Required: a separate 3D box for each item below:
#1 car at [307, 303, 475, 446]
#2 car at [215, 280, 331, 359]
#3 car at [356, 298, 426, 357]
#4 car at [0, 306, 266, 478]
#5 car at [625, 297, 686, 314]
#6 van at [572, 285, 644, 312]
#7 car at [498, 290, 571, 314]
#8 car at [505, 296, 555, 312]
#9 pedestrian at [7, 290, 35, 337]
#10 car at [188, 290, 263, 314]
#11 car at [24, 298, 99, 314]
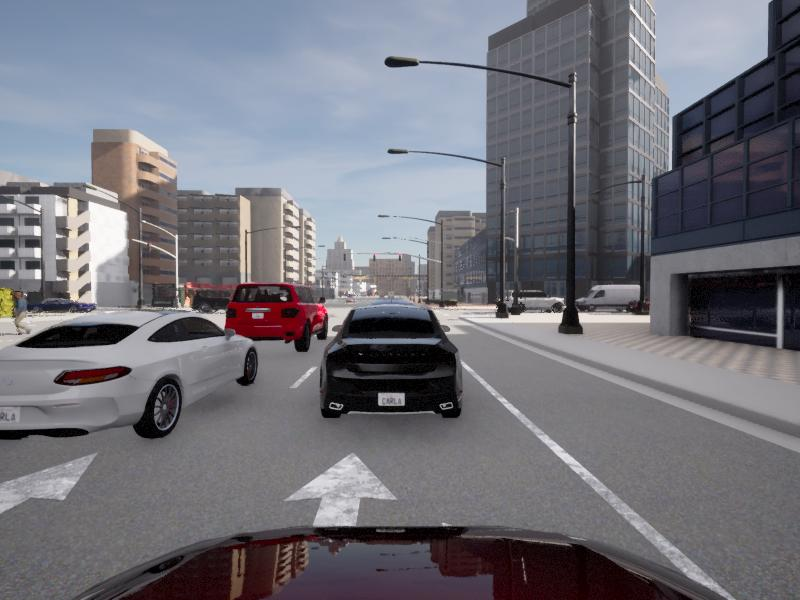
[{"bbox_3d":[-0.149,0.835,6.827,1.837,1.490,4.892,0,0,-1],"label":"car"},{"bbox_3d":[-3.796,0.479,13.206,2.150,2.045,5.566,0,1,-1],"label":"car"},{"bbox_3d":[-0.289,0.737,13.310,1.882,1.535,5.008,0,1,-1],"label":"car"},{"bbox_3d":[-3.631,0.861,5.908,1.812,1.442,4.674,0,0,-1],"label":"car"},{"bbox_3d":[22.343,0.440,35.044,4.193,1.474,1.816,0,1,-1],"label":"car"},{"bbox_3d":[19.906,-0.155,38.479,5.915,2.561,1.988,0,1,-1],"label":"van"},{"bbox_3d":[11.648,0.153,34.915,5.566,2.045,2.150,0,1,0],"label":"car"},{"bbox_3d":[12.427,0.376,38.379,4.193,1.474,1.816,0,1,-1],"label":"car"},{"bbox_3d":[-15.479,0.518,16.343,0.751,1.860,0.751,-1,1,-39],"label":"pedestrian"},{"bbox_3d":[-15.127,0.153,34.918,5.566,2.045,2.150,0,1,-5],"label":"car"},{"bbox_3d":[-28.912,0.521,34.277,4.718,1.301,1.895,0,1,-1],"label":"car"}]
